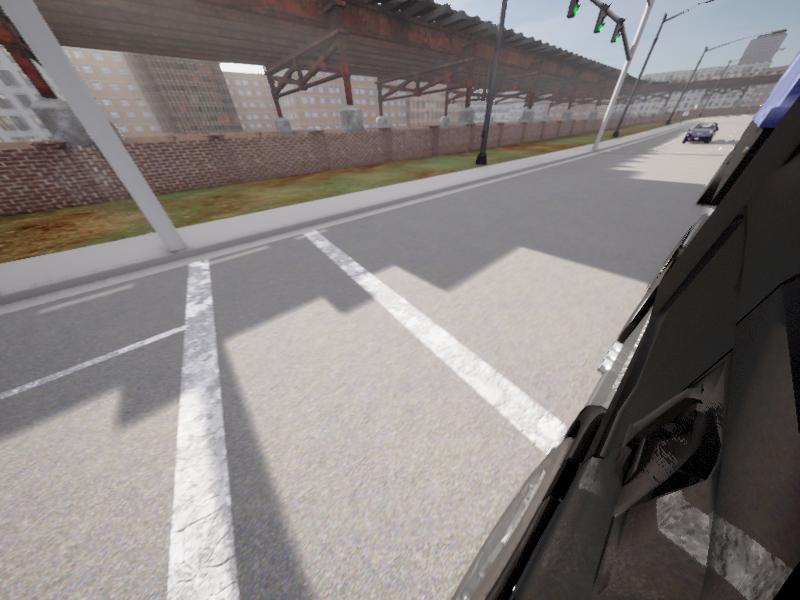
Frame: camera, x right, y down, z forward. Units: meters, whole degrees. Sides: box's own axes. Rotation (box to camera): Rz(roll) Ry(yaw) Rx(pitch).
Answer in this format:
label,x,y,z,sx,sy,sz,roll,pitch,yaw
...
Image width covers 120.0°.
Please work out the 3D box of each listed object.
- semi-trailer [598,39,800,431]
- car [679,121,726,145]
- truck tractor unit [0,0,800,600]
label,x,y,z,sx,sy,sz,roll,pitch,yaw
semi-trailer,8.693,-3.594,4.255,14.254,4.402,2.717,-28,43,-30
car,27.182,-15.055,20.791,3.633,1.501,1.845,-28,44,-30
truck tractor unit,2.645,-0.295,0.351,6.516,4.208,3.053,-28,44,-30
